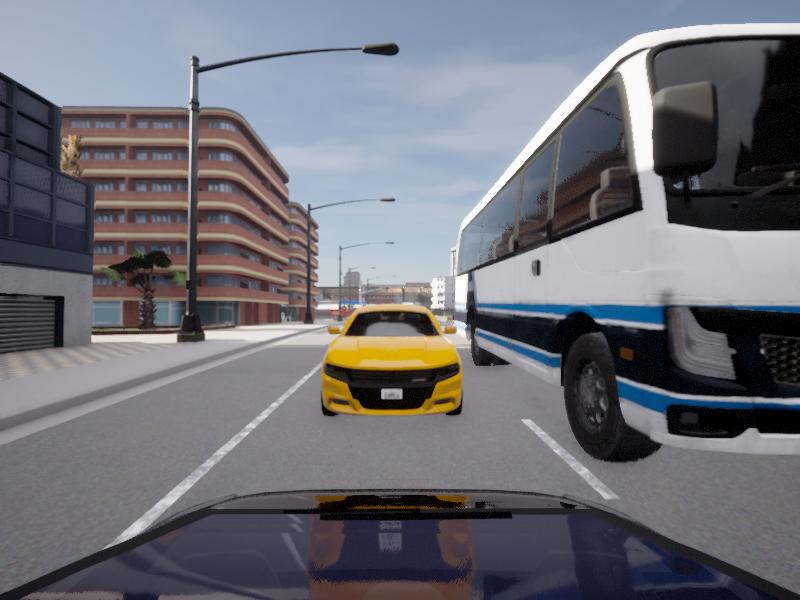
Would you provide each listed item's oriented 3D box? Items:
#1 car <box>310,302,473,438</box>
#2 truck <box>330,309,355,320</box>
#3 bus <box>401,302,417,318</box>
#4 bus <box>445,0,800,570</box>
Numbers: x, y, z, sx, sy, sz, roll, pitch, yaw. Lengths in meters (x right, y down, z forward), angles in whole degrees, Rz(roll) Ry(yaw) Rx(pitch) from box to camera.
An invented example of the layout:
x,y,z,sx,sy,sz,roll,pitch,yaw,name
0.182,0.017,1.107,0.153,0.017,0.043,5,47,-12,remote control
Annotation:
x,y,z,sx,sy,sz,roll,pitch,yaw,name
-0.134,0.816,7.116,1.882,1.535,5.008,0,0,-1,car
-12.426,3.151,87.019,5.204,2.467,2.627,0,-2,-2,truck
2.424,2.903,111.115,3.944,4.253,10.273,0,-2,-1,bus
3.480,-0.536,7.516,3.944,4.253,10.273,0,0,-1,bus
